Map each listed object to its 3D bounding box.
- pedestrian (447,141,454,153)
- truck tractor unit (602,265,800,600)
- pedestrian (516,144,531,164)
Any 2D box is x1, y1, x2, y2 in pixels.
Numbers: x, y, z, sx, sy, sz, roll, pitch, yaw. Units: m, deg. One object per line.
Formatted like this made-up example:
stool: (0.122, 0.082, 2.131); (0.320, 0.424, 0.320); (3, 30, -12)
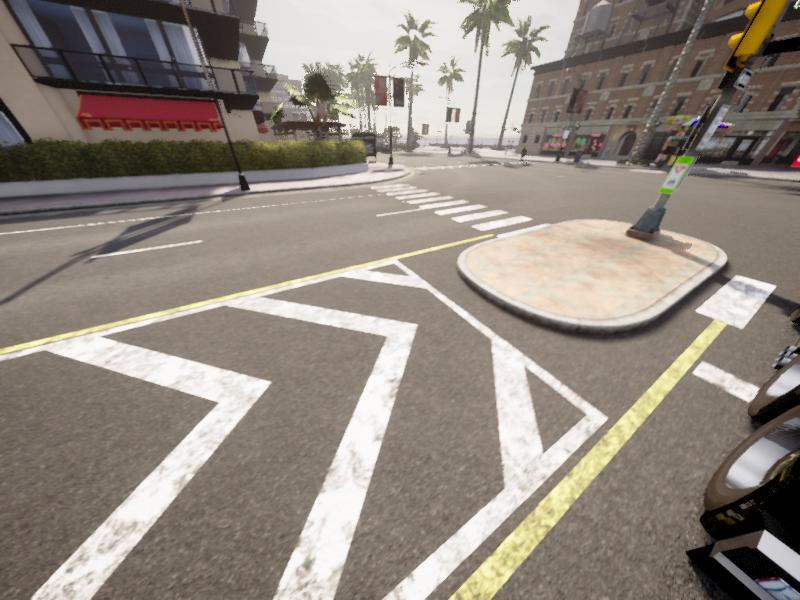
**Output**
pedestrian: (9.757, -29.717, 44.840); (0.751, 1.860, 0.751); (-24, 41, -30)
truck tractor unit: (5.109, -0.303, 0.783); (6.516, 4.208, 3.053); (-18, 39, -24)
pedestrian: (14.063, -16.597, 26.292); (0.751, 1.860, 0.751); (-17, 38, -23)
